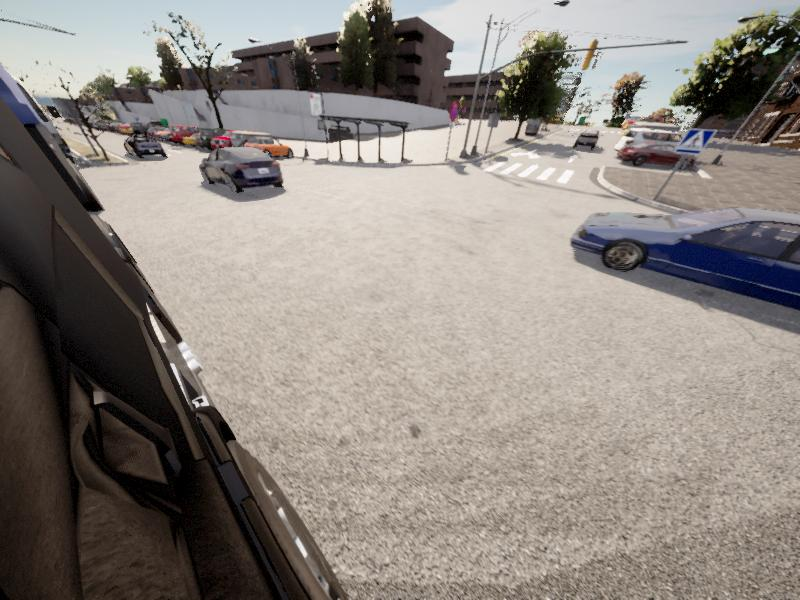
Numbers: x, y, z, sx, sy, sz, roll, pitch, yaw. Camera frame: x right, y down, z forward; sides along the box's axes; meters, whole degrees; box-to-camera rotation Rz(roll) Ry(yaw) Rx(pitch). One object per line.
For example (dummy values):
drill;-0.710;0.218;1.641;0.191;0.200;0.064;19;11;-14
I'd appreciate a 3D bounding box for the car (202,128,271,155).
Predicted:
car;-16.988;-16.790;24.537;2.435;2.045;5.566;13;36;12

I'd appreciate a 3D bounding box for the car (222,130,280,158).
car;-14.630;-15.563;23.065;1.878;1.987;4.442;13;36;12

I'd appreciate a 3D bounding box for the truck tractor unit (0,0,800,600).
truck tractor unit;-2.645;-0.295;0.352;6.516;4.208;3.053;28;44;30

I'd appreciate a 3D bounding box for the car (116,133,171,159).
car;-20.761;-12.470;18.668;4.193;1.474;1.816;26;41;28

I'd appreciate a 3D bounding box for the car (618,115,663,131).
car;48.596;-35.855;46.798;5.566;2.045;2.435;14;38;11

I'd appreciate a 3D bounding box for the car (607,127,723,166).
car;21.322;-12.720;19.035;5.566;2.045;2.435;13;42;12

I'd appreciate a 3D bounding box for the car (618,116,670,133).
car;43.240;-31.296;41.136;5.566;2.045;2.435;12;42;11

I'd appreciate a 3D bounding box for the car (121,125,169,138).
car;-45.726;-30.395;41.660;1.946;1.575;5.366;12;36;12

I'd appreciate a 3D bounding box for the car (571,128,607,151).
car;20.050;-17.113;24.490;2.128;1.511;4.902;27;47;27

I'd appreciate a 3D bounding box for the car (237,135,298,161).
car;-12.238;-14.359;21.758;2.185;1.767;4.553;13;36;13

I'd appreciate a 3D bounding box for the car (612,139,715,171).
car;19.456;-10.959;17.390;4.674;1.452;2.002;13;42;12

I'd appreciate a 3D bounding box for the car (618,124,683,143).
car;32.498;-21.760;30.187;5.366;1.575;1.946;13;42;12

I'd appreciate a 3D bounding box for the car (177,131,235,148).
car;-24.134;-20.156;29.069;1.946;1.575;5.366;12;36;12

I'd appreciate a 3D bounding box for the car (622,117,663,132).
car;45.050;-32.781;43.096;4.553;1.767;2.185;12;42;11

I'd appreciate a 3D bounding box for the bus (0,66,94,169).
bus;-24.087;-11.145;14.155;10.273;4.253;3.944;26;41;28

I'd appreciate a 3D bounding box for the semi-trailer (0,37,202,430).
semi-trailer;-8.760;-3.472;4.294;14.254;4.402;2.717;27;43;30

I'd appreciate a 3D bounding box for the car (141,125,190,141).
car;-36.185;-25.847;35.810;2.185;1.767;4.553;12;36;12

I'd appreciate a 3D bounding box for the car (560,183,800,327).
car;6.521;-0.897;4.349;5.357;1.411;2.033;29;43;31

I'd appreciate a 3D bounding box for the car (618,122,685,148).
car;28.534;-18.899;26.421;4.442;1.987;1.878;13;43;12

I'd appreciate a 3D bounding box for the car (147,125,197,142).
car;-33.760;-24.742;34.462;2.185;1.767;4.553;12;36;12

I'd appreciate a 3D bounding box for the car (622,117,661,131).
car;46.886;-34.297;44.961;4.553;1.767;2.185;13;40;10

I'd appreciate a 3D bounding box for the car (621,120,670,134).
car;41.627;-29.506;39.404;5.366;1.575;1.946;12;42;12

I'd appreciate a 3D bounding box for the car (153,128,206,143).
car;-31.376;-23.484;33.117;2.231;1.521;4.892;13;36;12

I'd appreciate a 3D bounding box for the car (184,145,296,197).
car;-7.039;-5.797;10.101;4.792;1.488;2.163;26;42;31

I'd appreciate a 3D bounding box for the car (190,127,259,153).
car;-19.373;-17.977;25.995;2.435;2.045;5.566;12;36;12

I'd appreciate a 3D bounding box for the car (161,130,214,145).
car;-28.981;-22.334;31.757;2.163;1.488;4.792;12;36;12

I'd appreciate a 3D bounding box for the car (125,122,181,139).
car;-40.964;-28.254;38.588;2.435;2.045;5.566;12;36;12

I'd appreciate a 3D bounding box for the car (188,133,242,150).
car;-21.796;-18.872;27.542;2.002;1.452;4.674;12;36;12

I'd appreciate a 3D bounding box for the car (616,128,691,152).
car;26.797;-17.166;24.716;4.892;1.521;2.231;13;42;12

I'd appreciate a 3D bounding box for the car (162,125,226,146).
car;-26.565;-21.420;30.199;2.435;2.045;5.566;12;36;12

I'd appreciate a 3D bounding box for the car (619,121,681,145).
car;30.374;-20.446;28.262;4.442;1.987;1.878;13;43;12
